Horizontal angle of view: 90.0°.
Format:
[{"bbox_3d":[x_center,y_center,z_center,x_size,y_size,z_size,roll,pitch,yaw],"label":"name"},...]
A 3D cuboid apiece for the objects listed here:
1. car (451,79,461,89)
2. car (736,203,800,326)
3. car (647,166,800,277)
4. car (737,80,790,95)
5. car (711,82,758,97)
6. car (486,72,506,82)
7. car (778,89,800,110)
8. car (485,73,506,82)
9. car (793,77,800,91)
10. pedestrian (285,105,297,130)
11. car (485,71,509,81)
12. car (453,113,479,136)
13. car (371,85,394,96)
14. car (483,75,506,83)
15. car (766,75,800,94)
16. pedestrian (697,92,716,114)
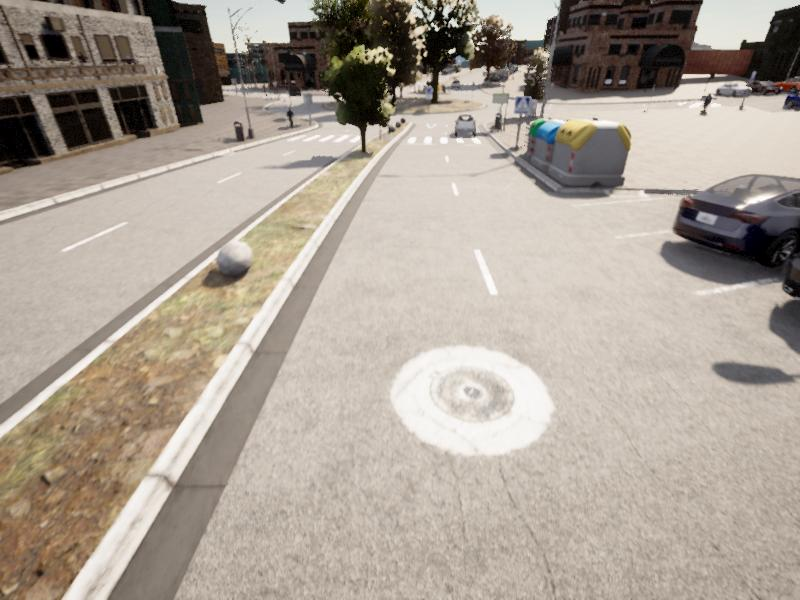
[{"bbox_3d":[11.645,-44.739,82.781,1.851,1.617,3.988,4,33,8],"label":"car"},{"bbox_3d":[8.110,-0.527,5.868,4.892,1.521,2.231,-8,28,-16],"label":"car"},{"bbox_3d":[8.240,-1.860,8.515,4.792,1.488,2.163,-8,28,-16],"label":"car"},{"bbox_3d":[45.494,-26.717,50.269,2.163,1.488,4.792,-4,29,2],"label":"car"},{"bbox_3d":[42.725,-27.026,51.275,2.002,1.452,4.674,-4,29,2],"label":"car"},{"bbox_3d":[23.343,-54.464,97.463,4.442,1.987,1.878,8,34,13],"label":"car"},{"bbox_3d":[38.473,-18.556,37.106,2.097,1.535,5.008,-3,30,4],"label":"car"},{"bbox_3d":[22.770,-52.921,95.244,4.553,1.767,2.185,8,34,13],"label":"car"},{"bbox_3d":[51.024,-26.136,48.367,2.163,1.488,4.792,-4,29,2],"label":"car"},{"bbox_3d":[-9.284,-15.545,34.079,0.751,1.860,0.751,-6,32,-10],"label":"pedestrian"},{"bbox_3d":[24.191,-55.900,99.649,5.566,2.045,2.435,8,34,13],"label":"car"},{"bbox_3d":[5.326,-14.410,32.788,1.845,1.501,3.633,3,28,5],"label":"car"},{"bbox_3d":[-3.010,-37.044,70.653,3.705,1.549,1.789,-8,32,-12],"label":"car"},{"bbox_3d":[22.019,-51.384,93.082,4.892,1.521,2.231,8,33,13],"label":"car"},{"bbox_3d":[48.244,-26.547,49.217,2.185,1.767,4.553,-4,29,2],"label":"car"},{"bbox_3d":[29.290,-18.823,38.227,0.751,1.860,0.751,12,33,19],"label":"pedestrian"}]
